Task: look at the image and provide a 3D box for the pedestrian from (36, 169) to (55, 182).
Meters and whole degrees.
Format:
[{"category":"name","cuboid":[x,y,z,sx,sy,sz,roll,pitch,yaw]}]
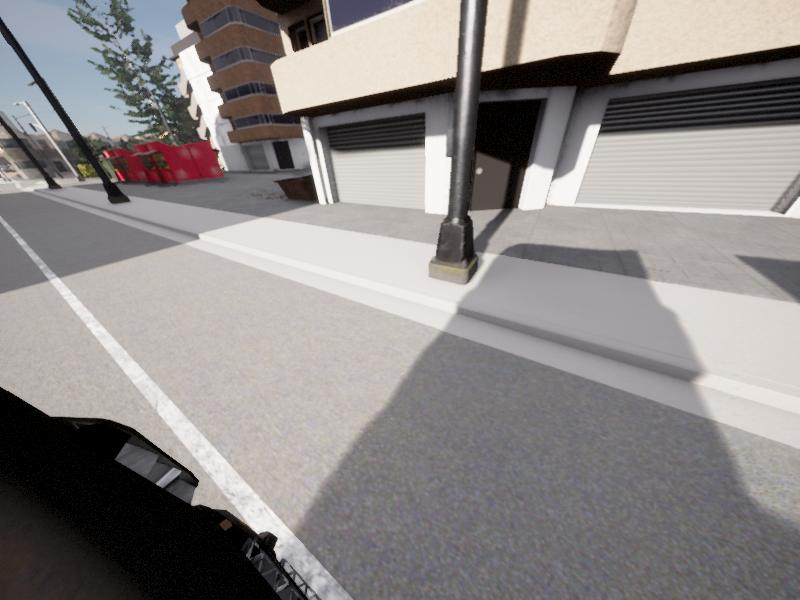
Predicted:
[{"category":"pedestrian","cuboid":[-57.288,-20.163,37.367,0.751,1.860,0.751,11,36,21]}]
